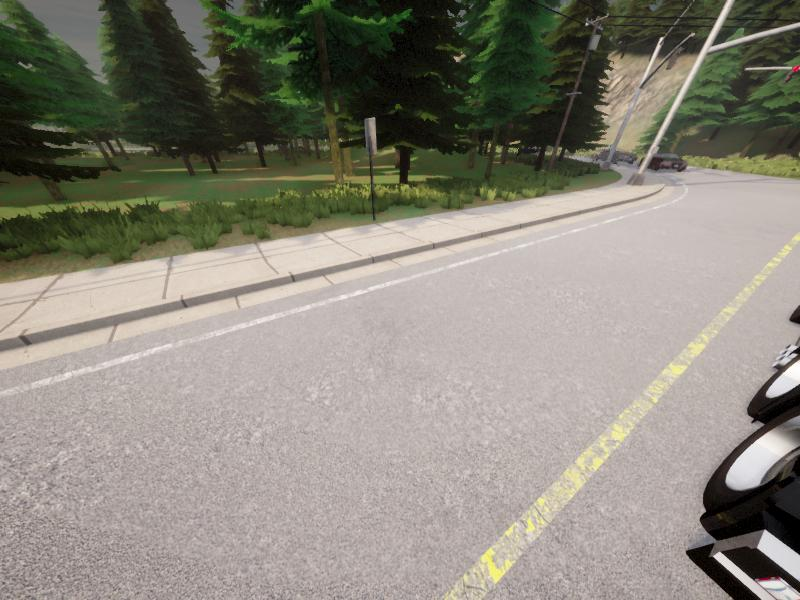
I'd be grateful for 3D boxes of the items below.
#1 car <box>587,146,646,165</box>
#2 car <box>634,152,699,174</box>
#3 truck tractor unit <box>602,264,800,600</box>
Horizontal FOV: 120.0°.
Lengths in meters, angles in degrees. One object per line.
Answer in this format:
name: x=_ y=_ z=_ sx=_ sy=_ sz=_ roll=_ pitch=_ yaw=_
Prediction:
car: x=25.345 y=-17.154 z=27.391 sx=2.152 sy=1.651 sz=5.027 roll=-1 pitch=35 yaw=-1
car: x=23.997 y=-12.608 z=21.079 sx=1.994 sy=1.385 sz=4.181 roll=10 pitch=36 yaw=13
truck tractor unit: x=5.109 y=-0.302 z=0.781 sx=6.516 sy=4.208 sz=3.053 roll=-18 pitch=39 yaw=-24
